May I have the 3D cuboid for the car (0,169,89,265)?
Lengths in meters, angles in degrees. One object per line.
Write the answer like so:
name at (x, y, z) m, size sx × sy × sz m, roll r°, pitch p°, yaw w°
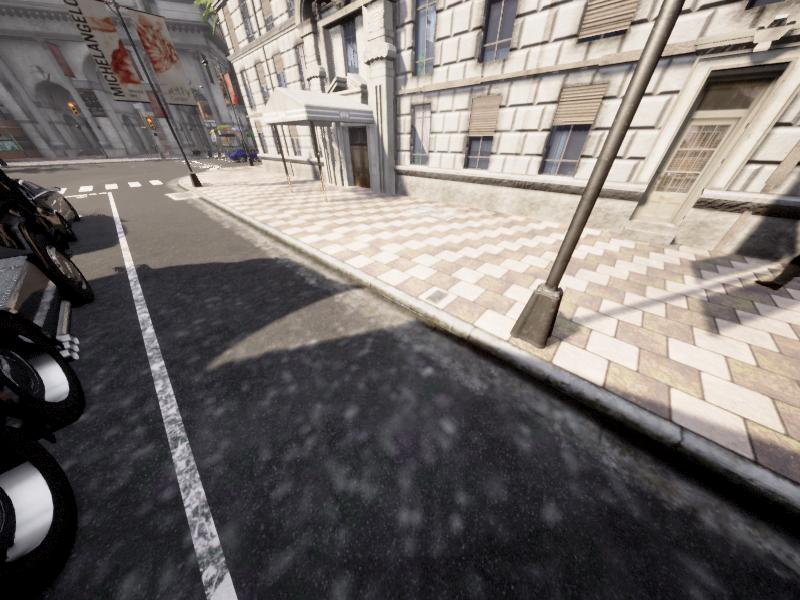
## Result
car at (-10.634, -2.441, 6.256) m, size 4.902 × 1.511 × 2.128 m, roll 28°, pitch 44°, yaw 34°

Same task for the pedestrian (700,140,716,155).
pedestrian at (48.744, -24.163, 36.621) m, size 0.751 × 1.860 × 0.751 m, roll -29°, pitch 44°, yaw -35°

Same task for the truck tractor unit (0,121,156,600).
truck tractor unit at (-4.848, -0.504, 1.069) m, size 6.516 × 4.208 × 3.053 m, roll 28°, pitch 44°, yaw 34°

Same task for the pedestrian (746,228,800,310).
pedestrian at (6.199, -0.771, 3.118) m, size 0.751 × 1.860 × 0.751 m, roll 22°, pitch 41°, yaw 29°

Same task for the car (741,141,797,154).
car at (63.243, -26.347, 39.749) m, size 2.097 × 1.767 × 4.553 m, roll -15°, pitch 37°, yaw -20°
